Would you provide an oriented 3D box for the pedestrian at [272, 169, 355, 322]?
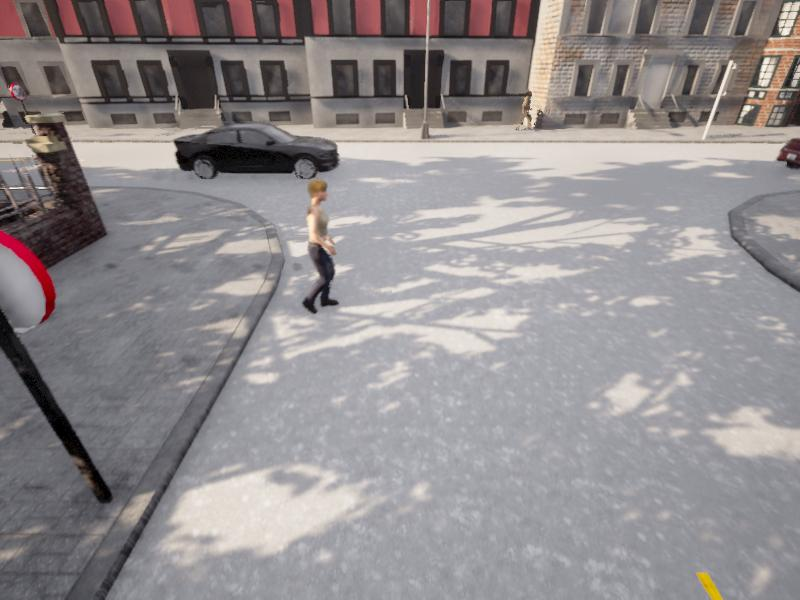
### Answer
[{"bbox_3d":[-1.062,-0.698,5.298,0.751,1.860,0.751,0,30,0],"label":"pedestrian"}]

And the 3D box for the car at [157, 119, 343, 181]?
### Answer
[{"bbox_3d":[-4.474,-4.794,12.665,5.008,1.535,1.882,0,30,0],"label":"car"}]

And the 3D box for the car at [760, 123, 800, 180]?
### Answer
[{"bbox_3d":[14.680,-4.675,12.550,4.674,1.442,1.812,0,30,0],"label":"car"}]

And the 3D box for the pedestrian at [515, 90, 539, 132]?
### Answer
[{"bbox_3d":[6.395,-9.547,20.213,0.751,1.860,0.751,2,30,4],"label":"pedestrian"}]
